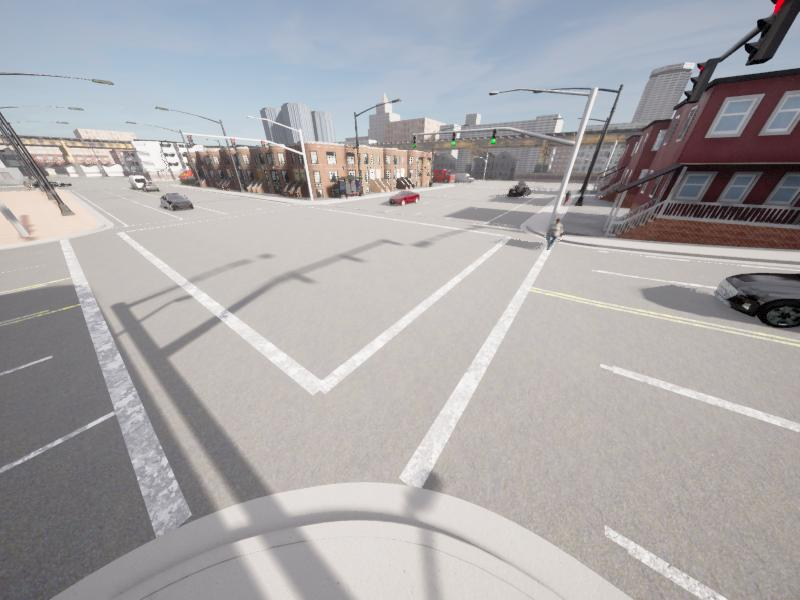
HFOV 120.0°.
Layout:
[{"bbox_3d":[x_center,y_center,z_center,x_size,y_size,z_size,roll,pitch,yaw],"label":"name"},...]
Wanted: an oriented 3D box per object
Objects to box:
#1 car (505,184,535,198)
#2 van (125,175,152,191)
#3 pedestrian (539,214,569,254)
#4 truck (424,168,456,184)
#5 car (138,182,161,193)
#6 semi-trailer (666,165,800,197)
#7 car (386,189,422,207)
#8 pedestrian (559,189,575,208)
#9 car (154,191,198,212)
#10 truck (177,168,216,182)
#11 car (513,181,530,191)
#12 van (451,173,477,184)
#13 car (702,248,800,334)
[{"bbox_3d":[19.051,-17.340,36.658,4.611,1.667,2.242,-25,38,-37],"label":"car"},{"bbox_3d":[-54.032,-24.244,47.712,5.915,2.561,1.988,20,36,31],"label":"van"},{"bbox_3d":[8.346,-3.583,12.551,0.751,1.860,0.751,22,37,33],"label":"pedestrian"},{"bbox_3d":[11.259,-35.434,65.848,8.468,3.827,2.891,20,36,31],"label":"truck"},{"bbox_3d":[-47.543,-21.412,43.855,3.988,1.617,1.851,20,36,31],"label":"car"},{"bbox_3d":[55.954,-20.157,38.773,14.254,4.402,2.717,12,31,20],"label":"semi-trailer"},{"bbox_3d":[0.607,-12.938,29.172,1.882,1.535,5.008,20,36,31],"label":"car"},{"bbox_3d":[18.337,-11.154,25.405,0.751,1.860,0.751,25,38,36],"label":"pedestrian"},{"bbox_3d":[-25.064,-11.054,25.804,5.238,1.638,1.930,20,36,31],"label":"car"},{"bbox_3d":[-67.641,-41.857,76.966,2.891,3.827,8.468,21,36,32],"label":"truck"},{"bbox_3d":[25.337,-23.932,48.219,2.038,1.542,4.974,19,35,29],"label":"car"},{"bbox_3d":[18.126,-34.481,65.594,6.366,2.431,2.351,20,36,31],"label":"van"},{"bbox_3d":[12.056,0.004,5.797,4.856,1.649,2.033,15,33,33],"label":"car"}]
